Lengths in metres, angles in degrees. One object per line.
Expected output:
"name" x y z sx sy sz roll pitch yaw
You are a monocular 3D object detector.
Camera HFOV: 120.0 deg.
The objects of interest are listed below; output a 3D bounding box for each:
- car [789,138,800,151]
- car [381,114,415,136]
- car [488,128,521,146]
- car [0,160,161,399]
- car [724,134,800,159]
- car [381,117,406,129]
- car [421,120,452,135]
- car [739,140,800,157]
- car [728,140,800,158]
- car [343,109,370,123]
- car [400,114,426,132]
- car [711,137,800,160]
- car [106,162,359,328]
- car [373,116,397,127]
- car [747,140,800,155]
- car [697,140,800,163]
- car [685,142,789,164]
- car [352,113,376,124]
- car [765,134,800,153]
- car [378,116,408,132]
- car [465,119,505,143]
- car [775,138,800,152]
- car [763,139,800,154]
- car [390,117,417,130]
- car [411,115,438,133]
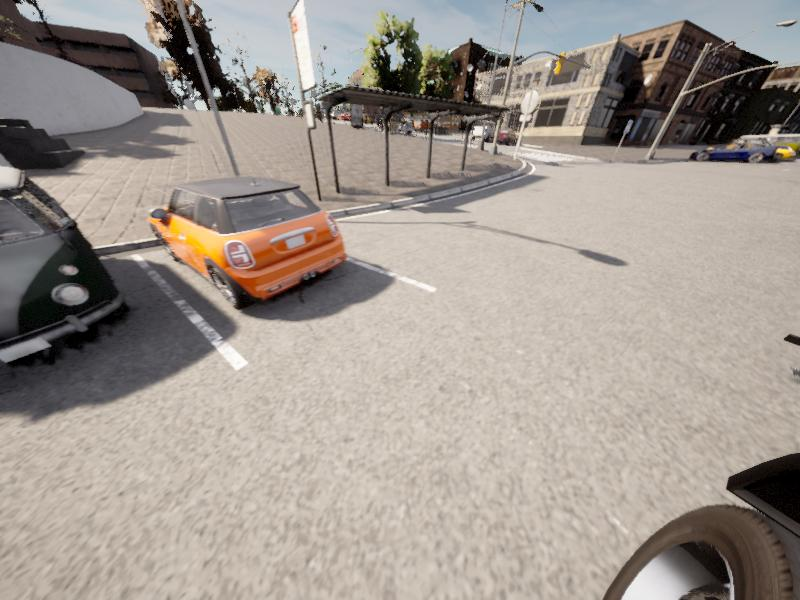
"car" 61.568 -22.550 33.429 5.008 1.535 2.097 29 45 36
"car" -0.386 -21.720 28.583 1.932 1.855 4.605 -20 45 -28
"car" 12.219 -18.939 26.843 2.002 1.452 4.674 27 43 25
"car" -5.775 -0.683 3.217 4.442 1.987 1.878 22 40 30
"car" 37.282 -15.611 23.501 4.442 1.987 1.878 26 43 34
"car" -1.125 -32.222 42.021 2.002 1.452 4.674 28 43 25
"car" 5.543 -25.604 34.399 2.231 1.521 4.892 27 43 26
"car" 42.557 -17.069 25.967 4.674 1.452 2.002 27 43 34
"car" 39.869 -16.292 24.833 4.892 1.521 2.231 27 43 34
"car" -9.546 -40.701 51.252 2.435 2.045 5.566 27 43 24
"car" 2.163 -29.051 37.980 1.878 1.987 4.442 28 43 25
"car" 34.506 -14.748 22.491 4.553 1.767 2.185 26 42 34
"car" -3.325 -1.586 4.652 4.553 1.767 2.185 22 41 30
"car" -2.811 -33.880 43.914 2.002 1.452 4.674 27 43 25
"car" 45.249 -17.879 27.083 4.674 1.452 2.002 27 43 35
"car" 32.013 -13.725 21.278 5.366 1.575 1.946 26 42 33
"car" 29.175 -13.012 20.376 4.792 1.488 2.163 26 43 33
"car" -7.745 -38.956 49.667 1.946 1.575 5.366 27 43 25
"car" 53.393 -20.473 30.151 5.566 2.045 2.435 28 43 35
"car" -1.177 -26.345 34.593 2.128 1.511 4.902 -20 45 -28
"car" 10.583 -20.838 28.576 2.435 2.045 5.566 27 43 26
"car" 56.096 -21.047 31.368 5.008 1.535 2.097 28 44 36
"car" 50.655 -19.460 29.255 4.674 1.452 2.002 28 44 35
"car" 0.653 -30.679 40.218 1.946 1.575 5.366 27 43 26
"car" 3.836 -27.388 36.080 1.878 1.987 4.442 28 43 25
